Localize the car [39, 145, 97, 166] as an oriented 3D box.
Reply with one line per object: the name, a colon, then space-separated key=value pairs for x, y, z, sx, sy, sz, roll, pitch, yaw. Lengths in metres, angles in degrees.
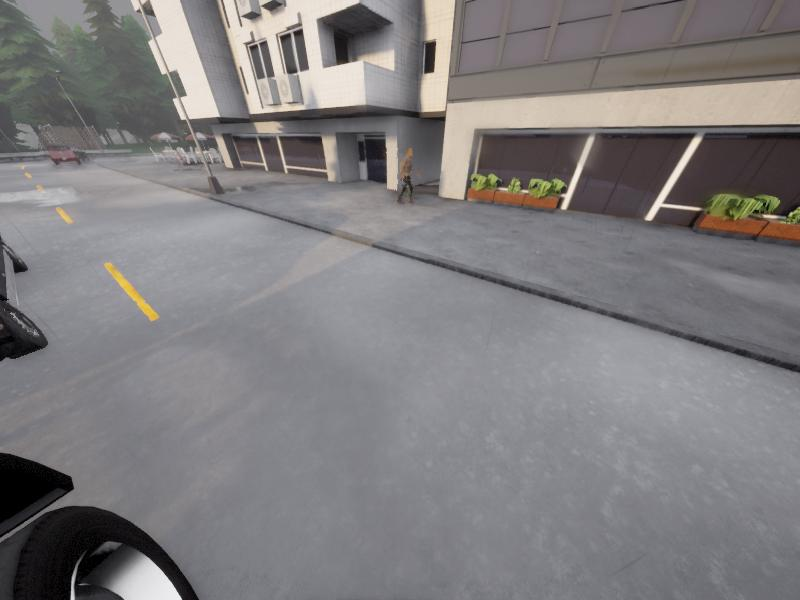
car: x=-31.874 y=-14.075 z=22.348 sx=1.845 sy=1.501 sz=3.633 roll=-21 pitch=40 yaw=-26

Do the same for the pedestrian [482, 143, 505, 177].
pedestrian: x=6.152 y=-9.221 z=15.253 sx=0.751 sy=1.860 sz=0.751 roll=-13 pitch=37 yaw=-18

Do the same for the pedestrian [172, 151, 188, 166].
pedestrian: x=-19.236 y=-12.401 z=20.212 sx=0.500 sy=1.100 sz=0.500 roll=23 pitch=41 yaw=29

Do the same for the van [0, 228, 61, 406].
van: x=-6.847 y=-0.658 z=2.607 sx=5.915 sy=2.561 sz=1.988 roll=22 pitch=40 yaw=28

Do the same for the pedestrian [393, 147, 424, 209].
pedestrian: x=0.290 y=-4.397 z=8.321 sx=0.751 sy=1.860 sz=0.751 roll=20 pitch=40 yaw=26
